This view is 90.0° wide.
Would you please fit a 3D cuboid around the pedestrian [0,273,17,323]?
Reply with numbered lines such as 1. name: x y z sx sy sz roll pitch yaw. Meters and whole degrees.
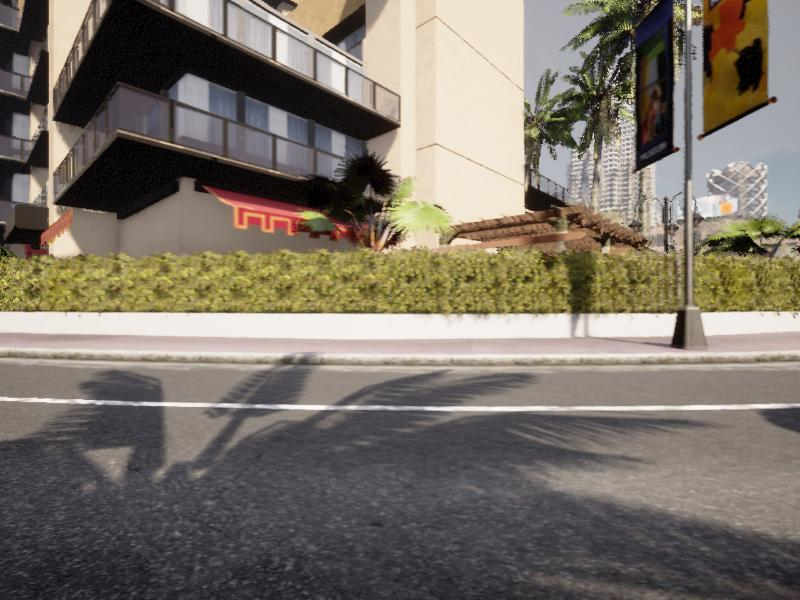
1. pedestrian: -15.254 -0.085 15.216 0.751 1.860 0.751 0 0 20

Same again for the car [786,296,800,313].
1. car: 35.303 0.343 32.554 5.357 1.411 2.033 0 0 11
